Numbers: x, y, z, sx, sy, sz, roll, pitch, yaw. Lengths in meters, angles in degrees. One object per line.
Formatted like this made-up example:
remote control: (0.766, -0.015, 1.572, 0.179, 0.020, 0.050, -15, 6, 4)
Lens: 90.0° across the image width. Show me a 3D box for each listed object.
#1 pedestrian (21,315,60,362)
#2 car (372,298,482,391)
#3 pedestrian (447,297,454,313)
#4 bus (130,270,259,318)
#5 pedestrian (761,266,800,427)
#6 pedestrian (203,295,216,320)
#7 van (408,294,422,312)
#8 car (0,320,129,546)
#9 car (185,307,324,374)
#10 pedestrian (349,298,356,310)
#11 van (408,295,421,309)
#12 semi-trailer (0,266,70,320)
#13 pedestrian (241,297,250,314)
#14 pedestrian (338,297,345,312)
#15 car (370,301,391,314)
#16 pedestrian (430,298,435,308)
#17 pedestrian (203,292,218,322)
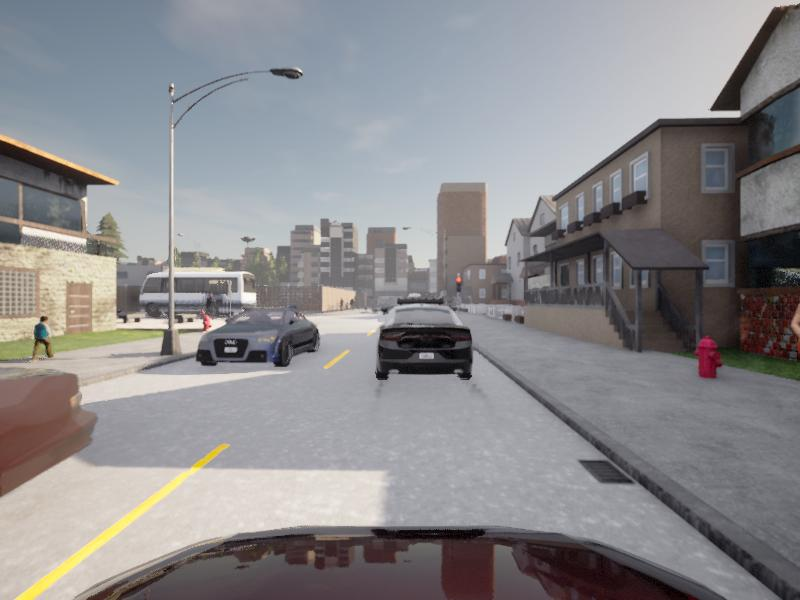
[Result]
pedestrian: (-8.765, 0.921, 9.769, 0.500, 1.100, 0.500, 0, 0, -7)
car: (0.483, 0.779, 9.662, 1.930, 1.638, 5.238, 0, 0, 0)
pedestrian: (5.927, 0.571, 47.013, 0.751, 1.860, 0.751, 0, 0, -6)
bus: (-19.146, -0.505, 37.868, 10.273, 4.253, 3.944, 0, 0, 3)
pedestrian: (4.994, 0.538, 4.742, 0.751, 1.860, 0.751, 0, 0, 5)
pedestrian: (-14.328, 0.548, 30.105, 0.751, 1.860, 0.751, 0, 0, -12)
van: (2.145, 0.371, 59.780, 1.988, 2.561, 5.915, 0, 0, 1)
car: (-3.759, 0.896, 1.130, 2.033, 1.411, 5.357, 0, 0, 5)
car: (-3.579, 0.916, 10.803, 1.994, 1.385, 4.181, 0, 0, 4)
pedestrian: (-7.063, 0.580, 59.214, 0.751, 1.860, 0.751, 0, 0, 12)
van: (2.573, 0.436, 72.330, 2.351, 2.431, 6.366, 0, 0, 1)
semi-trailer: (-36.598, -0.590, 34.527, 14.254, 4.402, 2.717, 0, 0, 2)
pedestrian: (-16.979, 0.568, 43.926, 0.751, 1.860, 0.751, 0, 0, -2)
pedestrian: (-7.555, 0.575, 51.920, 0.751, 1.860, 0.751, 0, 0, 1)
car: (-2.336, 0.875, 48.505, 2.128, 1.511, 4.902, 0, 0, 3)
pedestrian: (6.715, 0.590, 81.470, 0.751, 1.860, 0.751, 0, 0, -24)
pedestrian: (-11.750, 0.426, 24.782, 0.751, 1.860, 0.751, 0, 0, -33)
